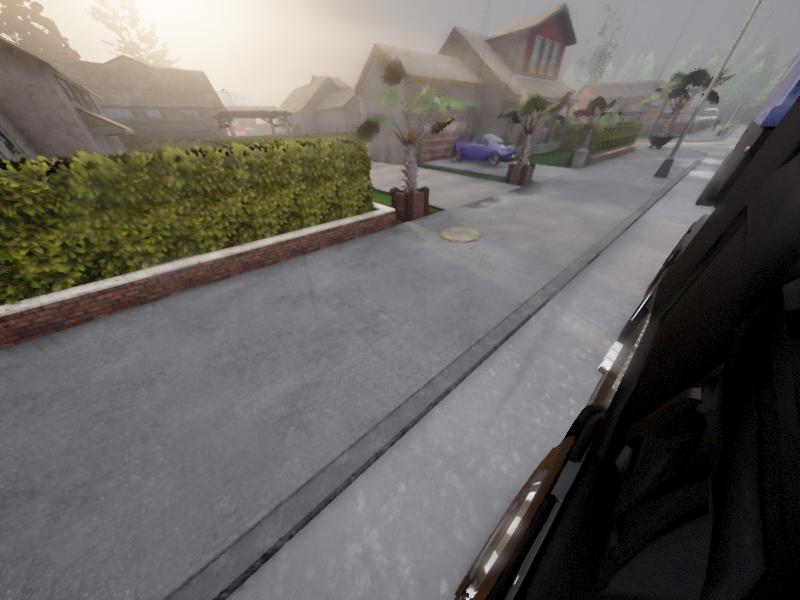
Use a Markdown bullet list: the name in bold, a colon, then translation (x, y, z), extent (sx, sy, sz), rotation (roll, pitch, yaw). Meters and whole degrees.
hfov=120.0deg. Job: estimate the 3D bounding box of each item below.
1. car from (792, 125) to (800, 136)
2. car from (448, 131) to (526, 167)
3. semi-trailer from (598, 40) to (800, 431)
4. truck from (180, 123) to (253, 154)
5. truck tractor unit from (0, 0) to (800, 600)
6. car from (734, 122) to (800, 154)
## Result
- **car**: translation (47.631, -19.882, 26.389), extent (4.553, 1.767, 2.097), rotation (-28, 43, -30)
- **car**: translation (4.930, -8.877, 13.518), extent (1.845, 1.501, 3.633), rotation (-30, 45, -32)
- **semi-trailer**: translation (8.700, -3.581, 4.260), extent (14.254, 4.402, 2.717), rotation (-28, 44, -30)
- **truck**: translation (-30.635, -27.398, 39.003), extent (8.468, 3.827, 2.891), rotation (-28, 43, -30)
- **truck tractor unit**: translation (2.645, -0.295, 0.351), extent (6.516, 4.208, 3.053), rotation (-28, 44, -30)
- **car**: translation (26.419, -11.759, 16.688), extent (5.238, 1.638, 1.930), rotation (-28, 44, -30)
